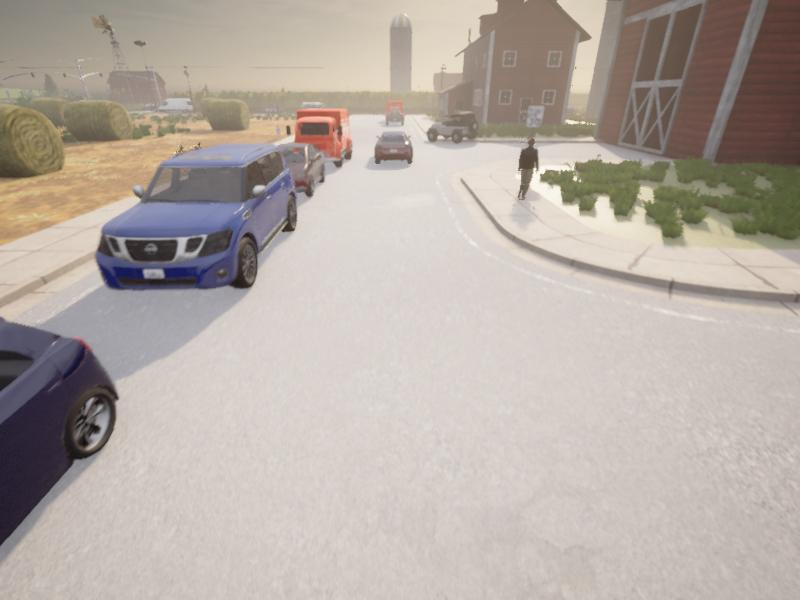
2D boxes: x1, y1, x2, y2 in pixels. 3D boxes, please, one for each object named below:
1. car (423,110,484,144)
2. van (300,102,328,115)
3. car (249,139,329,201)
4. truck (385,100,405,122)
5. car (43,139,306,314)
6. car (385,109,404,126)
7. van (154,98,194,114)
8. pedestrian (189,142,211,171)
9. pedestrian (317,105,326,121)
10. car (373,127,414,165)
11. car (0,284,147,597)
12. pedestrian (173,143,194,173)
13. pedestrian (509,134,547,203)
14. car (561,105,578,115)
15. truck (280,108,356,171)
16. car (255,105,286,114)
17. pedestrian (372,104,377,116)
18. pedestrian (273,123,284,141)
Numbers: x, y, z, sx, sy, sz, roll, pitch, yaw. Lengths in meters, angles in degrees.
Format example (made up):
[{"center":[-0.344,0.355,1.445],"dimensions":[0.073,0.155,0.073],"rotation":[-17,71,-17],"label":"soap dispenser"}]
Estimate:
[{"center":[3.759,-12.296,28.403],"dimensions":[1.905,1.878,3.866],"rotation":[-29,36,-34],"label":"car"},{"center":[-15.202,-33.970,71.037],"dimensions":[4.480,2.038,2.069],"rotation":[0,27,0],"label":"van"},{"center":[-3.753,-4.747,14.279],"dimensions":[1.789,1.549,3.705],"rotation":[0,27,-1],"label":"car"},{"center":[-0.689,-25.691,54.369],"dimensions":[2.627,2.467,5.204],"rotation":[0,28,0],"label":"truck"},{"center":[-3.682,-1.953,8.260],"dimensions":[2.150,2.045,5.566],"rotation":[0,27,0],"label":"car"},{"center":[-0.606,-21.575,47.218],"dimensions":[2.152,1.651,5.027],"rotation":[0,27,-1],"label":"car"},{"center":[-41.817,-35.937,74.151],"dimensions":[5.915,2.561,1.988],"rotation":[1,27,1],"label":"van"},{"center":[-8.551,-6.152,17.119],"dimensions":[0.500,1.100,0.500],"rotation":[-2,27,-4],"label":"pedestrian"},{"center":[-10.089,-24.022,51.311],"dimensions":[0.751,1.860,0.751],"rotation":[3,27,5],"label":"pedestrian"},{"center":[-0.336,-8.293,21.381],"dimensions":[1.994,1.385,4.181],"rotation":[-1,28,0],"label":"car"},{"center":[-3.628,1.353,2.337],"dimensions":[1.845,1.501,3.633],"rotation":[0,27,0],"label":"car"},{"center":[-8.965,-5.881,16.585],"dimensions":[0.500,1.100,0.500],"rotation":[-17,32,-30],"label":"pedestrian"},{"center":[3.804,-3.932,11.997],"dimensions":[0.751,1.860,0.751],"rotation":[4,27,7],"label":"pedestrian"},{"center":[32.197,-36.131,75.976],"dimensions":[1.930,1.638,5.238],"rotation":[16,31,26],"label":"car"},{"center":[-3.815,-8.114,19.870],"dimensions":[2.627,2.467,5.204],"rotation":[0,27,0],"label":"truck"},{"center":[-24.009,-35.374,74.303],"dimensions":[4.974,1.542,2.038],"rotation":[0,27,0],"label":"car"},{"center":[-4.307,-31.761,66.860],"dimensions":[0.751,1.860,0.751],"rotation":[1,27,1],"label":"pedestrian"},{"center":[-8.679,-11.995,28.573],"dimensions":[0.500,1.100,0.500],"rotation":[-1,27,-2],"label":"pedestrian"}]
